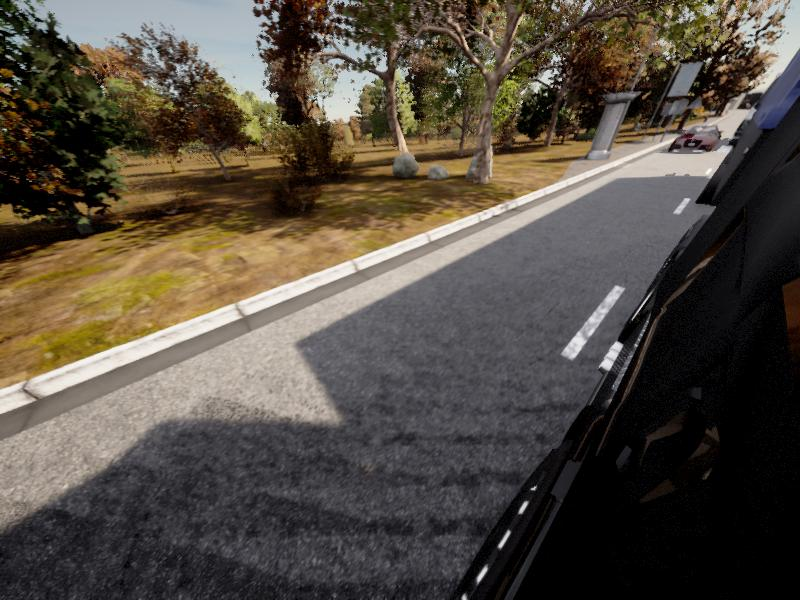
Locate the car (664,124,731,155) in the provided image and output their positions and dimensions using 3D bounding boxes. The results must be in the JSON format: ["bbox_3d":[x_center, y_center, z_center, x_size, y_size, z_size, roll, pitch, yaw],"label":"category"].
[{"bbox_3d":[19.929,-10.798,15.458,4.181,1.385,1.994,-28,44,-29],"label":"car"}]

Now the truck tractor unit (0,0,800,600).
[{"bbox_3d":[2.645,-0.295,0.351,6.516,4.208,3.053,-28,44,-30],"label":"truck tractor unit"}]

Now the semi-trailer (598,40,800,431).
[{"bbox_3d":[8.675,-3.630,4.237,14.254,4.402,2.717,-28,44,-30],"label":"semi-trailer"}]

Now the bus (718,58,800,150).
[{"bbox_3d":[27.069,-13.385,15.957,10.273,4.253,3.944,-28,44,-30],"label":"bus"}]
